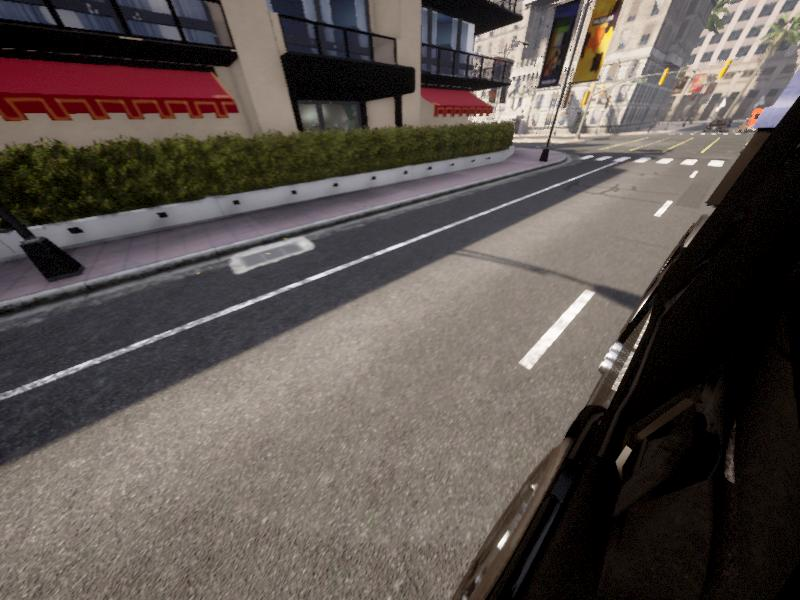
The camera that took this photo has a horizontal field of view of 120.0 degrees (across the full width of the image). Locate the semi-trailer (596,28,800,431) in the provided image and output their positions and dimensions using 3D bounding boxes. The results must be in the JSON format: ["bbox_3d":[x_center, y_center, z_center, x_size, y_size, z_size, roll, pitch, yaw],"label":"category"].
[{"bbox_3d":[8.797,-3.525,4.144,14.254,4.402,2.717,-27,43,-29],"label":"semi-trailer"}]

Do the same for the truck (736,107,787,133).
[{"bbox_3d":[47.151,-23.557,30.281,5.204,2.467,2.627,-29,44,-30],"label":"truck"}]

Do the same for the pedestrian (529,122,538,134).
[{"bbox_3d":[25.813,-33.169,44.636,0.751,1.860,0.751,-26,43,-28],"label":"pedestrian"}]

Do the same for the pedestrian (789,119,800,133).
[{"bbox_3d":[45.522,-19.975,26.061,0.751,1.860,0.751,25,45,32],"label":"pedestrian"}]

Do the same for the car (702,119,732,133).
[{"bbox_3d":[45.157,-24.834,32.931,4.892,1.490,1.837,-28,44,-30],"label":"car"}]

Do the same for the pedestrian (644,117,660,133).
[{"bbox_3d":[37.024,-25.659,33.919,0.751,1.860,0.751,-30,45,-31],"label":"pedestrian"}]

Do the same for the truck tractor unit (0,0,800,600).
[{"bbox_3d":[2.645,-0.295,0.351,6.516,4.208,3.053,-28,44,-30],"label":"truck tractor unit"}]

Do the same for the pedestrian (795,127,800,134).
[{"bbox_3d":[44.991,-19.465,25.408,0.751,1.860,0.751,-26,43,-28],"label":"pedestrian"}]

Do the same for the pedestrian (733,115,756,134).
[{"bbox_3d":[42.317,-21.557,28.368,0.751,1.860,0.751,-28,44,-30],"label":"pedestrian"}]
